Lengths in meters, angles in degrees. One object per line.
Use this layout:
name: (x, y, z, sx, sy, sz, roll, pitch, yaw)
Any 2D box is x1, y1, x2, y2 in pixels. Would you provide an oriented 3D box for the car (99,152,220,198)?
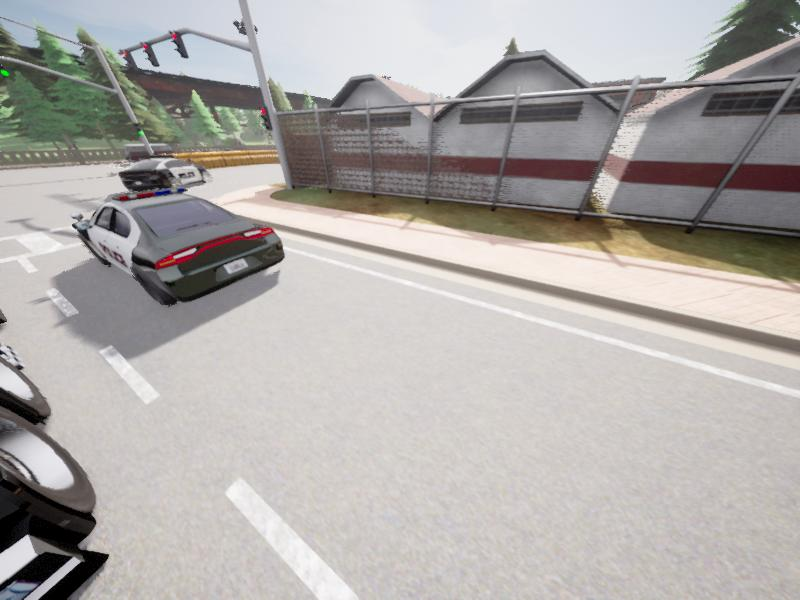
car: (-13.010, -7.305, 13.169, 1.930, 1.638, 5.238, -5, 35, -5)

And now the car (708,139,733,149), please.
car: (75.443, -36.730, 54.366, 3.866, 1.878, 1.905, -15, 37, -20)

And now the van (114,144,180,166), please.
van: (-29.179, -16.955, 26.868, 1.775, 1.987, 4.442, 17, 38, 23)

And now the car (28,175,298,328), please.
car: (-4.818, -1.432, 4.760, 4.974, 1.542, 2.038, 18, 39, 25)

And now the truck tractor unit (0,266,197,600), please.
truck tractor unit: (-5.116, -0.296, 0.772, 6.516, 4.208, 3.053, 18, 39, 24)

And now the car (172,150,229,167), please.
car: (-22.074, -15.842, 25.747, 1.994, 1.385, 4.181, 17, 38, 23)
